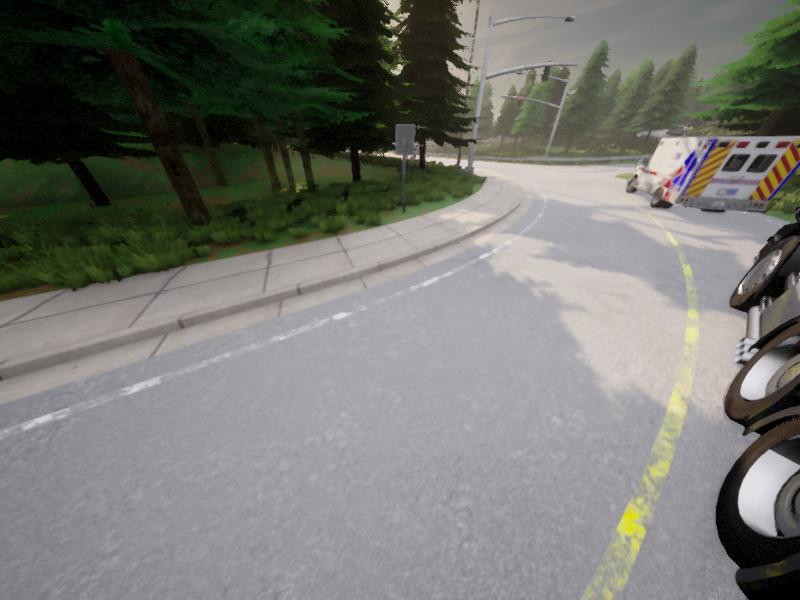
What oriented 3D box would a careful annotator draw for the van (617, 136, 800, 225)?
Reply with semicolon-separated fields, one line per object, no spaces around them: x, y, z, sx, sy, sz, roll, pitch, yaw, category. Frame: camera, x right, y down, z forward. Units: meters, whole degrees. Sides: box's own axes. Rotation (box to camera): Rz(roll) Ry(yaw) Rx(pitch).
12.212;-5.398;9.782;2.351;2.431;6.366;14;37;20;van

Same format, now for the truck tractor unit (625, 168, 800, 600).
4.942;-0.436;1.009;6.516;4.208;3.053;-24;42;-31;truck tractor unit
